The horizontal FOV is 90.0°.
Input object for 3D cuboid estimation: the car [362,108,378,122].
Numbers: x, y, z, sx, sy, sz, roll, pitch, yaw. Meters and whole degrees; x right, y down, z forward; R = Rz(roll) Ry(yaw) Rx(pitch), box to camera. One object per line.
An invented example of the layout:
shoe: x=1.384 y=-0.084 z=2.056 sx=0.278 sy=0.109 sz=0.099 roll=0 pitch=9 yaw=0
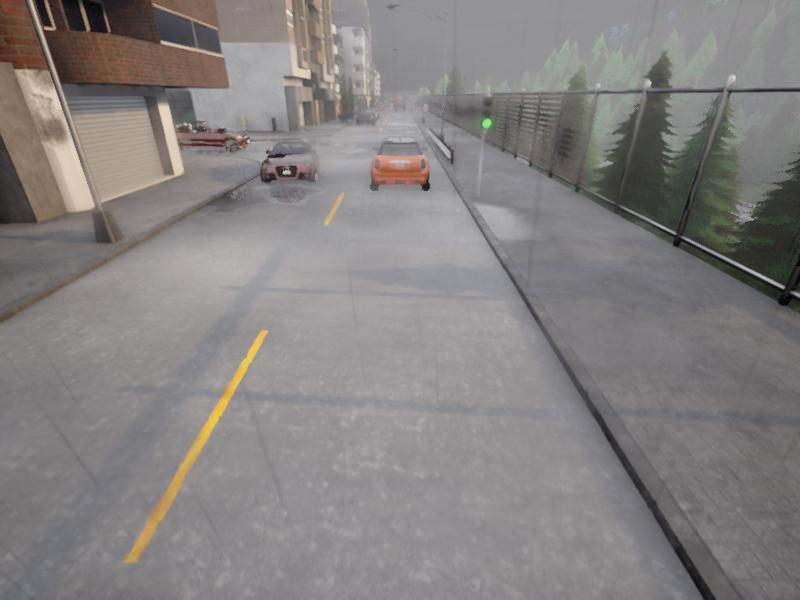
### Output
car: x=-4.001 y=-24.957 z=53.909 sx=1.801 sy=1.575 sz=5.366 roll=0 pitch=27 yaw=0

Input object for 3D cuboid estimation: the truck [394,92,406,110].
truck: x=-0.011 y=-48.863 z=98.352 sx=2.891 sy=3.827 sz=8.468 roll=0 pitch=27 yaw=0

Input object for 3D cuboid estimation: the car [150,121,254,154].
car: x=-11.892 y=-9.975 z=24.434 sx=5.027 sy=1.651 sz=2.152 roll=-2 pitch=27 yaw=-4

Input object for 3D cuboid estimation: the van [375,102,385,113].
van: x=-4.011 y=-39.185 z=81.377 sx=1.775 sy=1.987 sz=4.442 roll=0 pitch=27 yaw=0

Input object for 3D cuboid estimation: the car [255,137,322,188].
car: x=-4.417 y=-5.771 z=16.496 sx=1.994 sy=1.385 sz=4.181 roll=-3 pitch=27 yaw=-6

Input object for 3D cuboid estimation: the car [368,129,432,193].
car: x=0.005 y=-5.553 z=15.618 sx=2.097 sy=1.767 sz=4.553 roll=0 pitch=27 yaw=0

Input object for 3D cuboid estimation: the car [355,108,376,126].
car: x=-3.998 y=-21.821 z=47.520 sx=2.097 sy=1.767 sz=4.553 roll=0 pitch=27 yaw=0
